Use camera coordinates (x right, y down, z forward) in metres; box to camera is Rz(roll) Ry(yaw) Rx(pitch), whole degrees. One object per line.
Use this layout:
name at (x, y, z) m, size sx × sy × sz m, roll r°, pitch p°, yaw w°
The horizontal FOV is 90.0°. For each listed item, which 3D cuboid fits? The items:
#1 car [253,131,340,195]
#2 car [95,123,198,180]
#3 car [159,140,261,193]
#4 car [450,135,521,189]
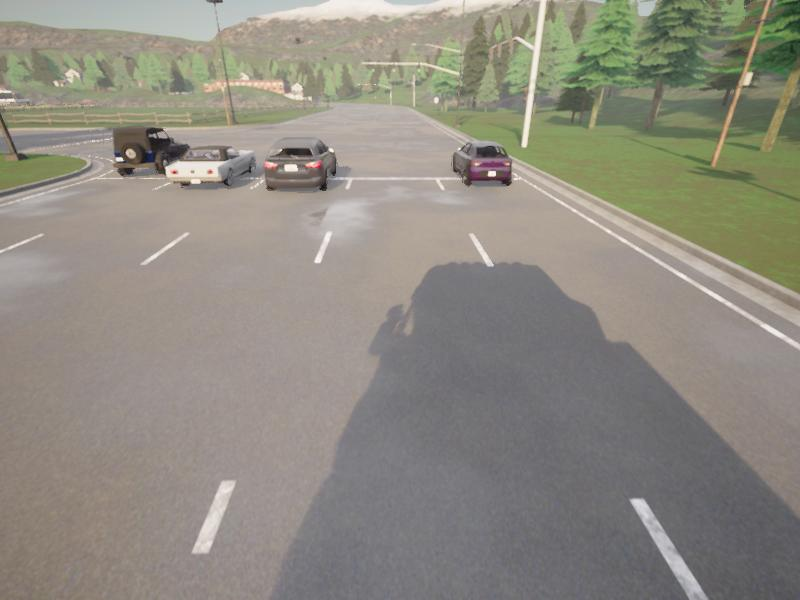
car at (-3.726, -5.419, 15.445) m, size 2.242 × 1.667 × 4.611 m, roll -1°, pitch 27°, yaw -2°
car at (-10.809, -6.608, 17.517) m, size 1.905 × 1.878 × 3.866 m, roll -1°, pitch 27°, yaw -2°
car at (-7.242, -5.433, 15.876) m, size 1.895 × 1.301 × 4.718 m, roll -1°, pitch 27°, yaw -2°
car at (3.251, -5.679, 16.172) m, size 1.816 × 1.474 × 4.193 m, roll -1°, pitch 27°, yaw -2°
